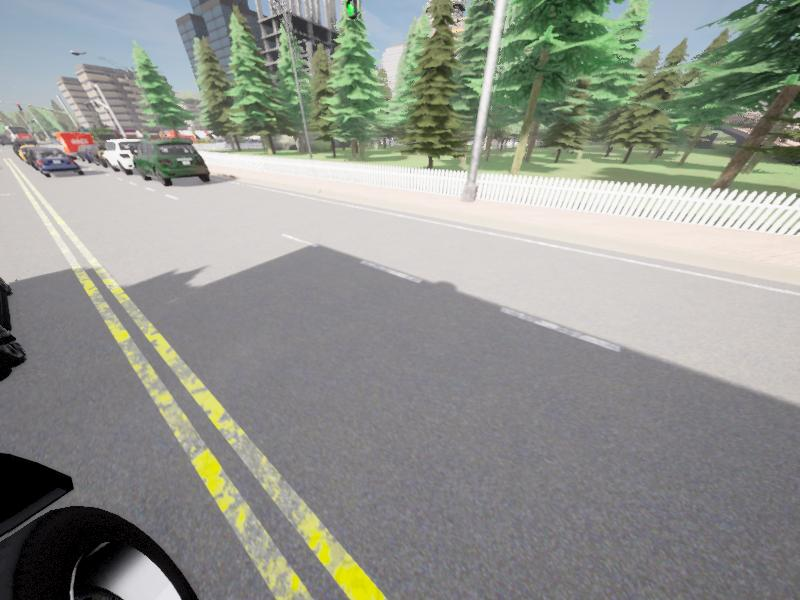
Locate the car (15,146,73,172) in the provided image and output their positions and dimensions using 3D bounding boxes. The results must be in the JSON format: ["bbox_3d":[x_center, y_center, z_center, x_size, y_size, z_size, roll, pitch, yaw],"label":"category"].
[{"bbox_3d":[-28.418,-11.319,18.450,4.193,1.474,1.816,22,41,28],"label":"car"}]

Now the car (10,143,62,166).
[{"bbox_3d":[-34.161,-13.675,21.652,5.366,1.575,1.801,22,41,28],"label":"car"}]

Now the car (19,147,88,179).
[{"bbox_3d":[-23.220,-9.261,15.506,3.705,1.549,1.789,22,41,27],"label":"car"}]

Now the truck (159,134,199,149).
[{"bbox_3d":[-47.693,-34.361,50.118,2.627,2.467,5.204,21,40,26],"label":"truck"}]

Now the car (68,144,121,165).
[{"bbox_3d":[-30.634,-14.667,23.174,4.792,1.488,2.163,22,41,28],"label":"car"}]

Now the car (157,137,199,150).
[{"bbox_3d":[-45.624,-32.322,47.601,2.150,2.045,5.566,21,40,26],"label":"car"}]

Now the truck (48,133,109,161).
[{"bbox_3d":[-35.877,-17.182,25.840,5.204,2.467,2.627,22,41,28],"label":"truck"}]

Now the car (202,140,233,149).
[{"bbox_3d":[-41.542,-35.687,52.855,2.038,1.542,4.974,21,40,26],"label":"car"}]

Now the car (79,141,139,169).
[{"bbox_3d":[-25.262,-12.668,20.039,4.605,1.855,1.932,22,41,28],"label":"car"}]

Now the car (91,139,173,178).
[{"bbox_3d":[-19.299,-10.336,16.635,5.566,2.045,2.150,22,41,28],"label":"car"}]

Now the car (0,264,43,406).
[{"bbox_3d":[-6.037,0.180,2.323,3.806,1.475,1.970,22,41,28],"label":"car"}]

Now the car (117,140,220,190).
[{"bbox_3d":[-13.289,-7.922,13.260,5.566,2.045,2.150,22,40,27],"label":"car"}]

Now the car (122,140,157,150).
[{"bbox_3d":[-51.477,-30.777,45.743,1.851,1.617,3.988,23,41,28],"label":"car"}]

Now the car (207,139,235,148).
[{"bbox_3d":[-43.250,-37.919,55.906,2.033,1.649,4.856,21,40,26],"label":"car"}]

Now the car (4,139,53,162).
[{"bbox_3d":[-39.953,-16.129,24.826,4.605,1.855,1.932,22,41,28],"label":"car"}]
